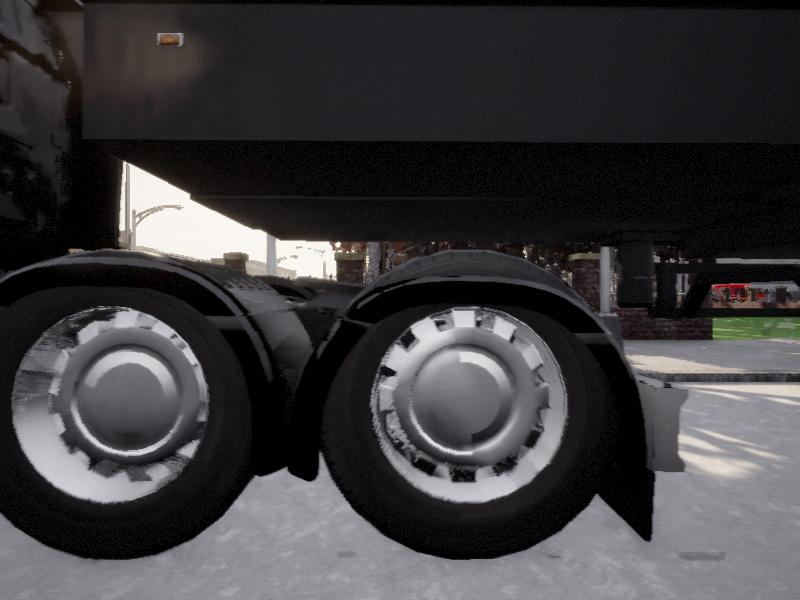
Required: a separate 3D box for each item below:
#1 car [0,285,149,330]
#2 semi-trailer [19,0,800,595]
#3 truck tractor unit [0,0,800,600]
[{"bbox_3d":[-12.607,0.254,15.938,2.128,1.511,4.902,0,0,0],"label":"car"},{"bbox_3d":[5.840,-1.225,2.734,14.254,4.402,2.717,0,0,0],"label":"semi-trailer"},{"bbox_3d":[-2.074,-1.118,2.703,6.516,4.208,3.053,0,0,0],"label":"truck tractor unit"}]
